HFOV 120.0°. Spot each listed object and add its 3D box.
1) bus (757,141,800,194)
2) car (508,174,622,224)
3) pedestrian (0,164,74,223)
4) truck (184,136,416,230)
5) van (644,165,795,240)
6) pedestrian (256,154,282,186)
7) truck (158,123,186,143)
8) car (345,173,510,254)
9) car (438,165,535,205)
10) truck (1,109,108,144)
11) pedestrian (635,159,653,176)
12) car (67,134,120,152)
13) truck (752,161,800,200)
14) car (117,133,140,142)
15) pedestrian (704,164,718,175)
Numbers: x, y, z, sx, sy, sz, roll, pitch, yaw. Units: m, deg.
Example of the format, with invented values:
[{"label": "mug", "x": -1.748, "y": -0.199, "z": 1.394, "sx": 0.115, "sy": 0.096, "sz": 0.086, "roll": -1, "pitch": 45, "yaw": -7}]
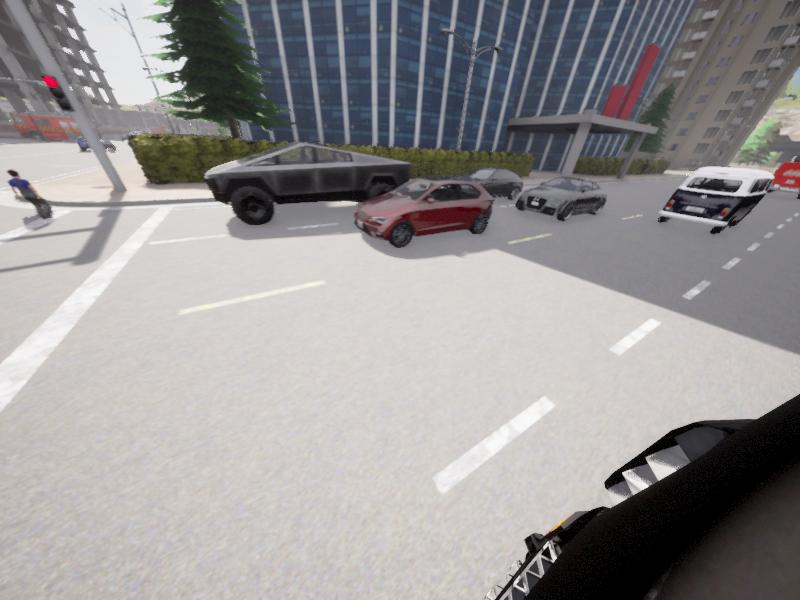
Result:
[{"label": "bus", "x": 43.748, "y": -13.917, "z": 24.381, "sx": 10.273, "sy": 4.253, "sz": 3.944, "roll": -16, "pitch": 38, "yaw": -26}, {"label": "car", "x": 6.994, "y": -4.425, "z": 9.832, "sx": 4.181, "sy": 1.385, "sz": 1.994, "roll": -17, "pitch": 39, "yaw": -27}, {"label": "pedestrian", "x": -9.891, "y": -2.831, "z": 6.128, "sx": 0.751, "sy": 1.300, "sz": 0.751, "roll": -16, "pitch": 38, "yaw": -25}, {"label": "truck", "x": -2.803, "y": -4.175, "z": 8.002, "sx": 6.274, "sy": 2.098, "sz": 2.390, "roll": -16, "pitch": 38, "yaw": -26}, {"label": "van", "x": 12.308, "y": -3.955, "z": 8.968, "sx": 4.480, "sy": 2.038, "sz": 2.069, "roll": -16, "pitch": 38, "yaw": -26}, {"label": "pedestrian", "x": -6.561, "y": -6.538, "z": 11.600, "sx": 0.751, "sy": 1.300, "sz": 0.751, "roll": -17, "pitch": 39, "yaw": -27}, {"label": "truck", "x": -59.654, "y": -43.790, "z": 60.728, "sx": 2.891, "sy": 3.827, "sz": 8.468, "roll": -16, "pitch": 38, "yaw": -26}, {"label": "car", "x": 0.801, "y": -2.692, "z": 6.652, "sx": 4.193, "sy": 1.474, "sz": 1.816, "roll": -16, "pitch": 38, "yaw": -26}, {"label": "car", "x": 4.438, "y": -5.978, "z": 11.861, "sx": 4.674, "sy": 1.442, "sz": 1.812, "roll": -16, "pitch": 38, "yaw": -26}, {"label": "truck", "x": -55.720, "y": -28.159, "z": 37.827, "sx": 8.468, "sy": 3.827, "sz": 2.891, "roll": -17, "pitch": 39, "yaw": -27}, {"label": "pedestrian", "x": 32.414, "y": -17.543, "z": 30.658, "sx": 0.751, "sy": 1.860, "sz": 0.751, "roll": -17, "pitch": 39, "yaw": -27}, {"label": "car", "x": -34.765, "y": -17.937, "z": 26.430, "sx": 2.007, "sy": 1.525, "sz": 4.514, "roll": -15, "pitch": 38, "yaw": -25}, {"label": "truck", "x": 33.449, "y": -10.173, "z": 19.558, "sx": 5.204, "sy": 2.467, "sz": 2.627, "roll": -16, "pitch": 38, "yaw": -26}, {"label": "car", "x": -61.643, "y": -36.941, "z": 52.561, "sx": 2.033, "sy": 1.411, "sz": 5.357, "roll": -16, "pitch": 38, "yaw": -26}, {"label": "pedestrian", "x": 61.723, "y": -25.892, "z": 45.824, "sx": 0.751, "sy": 1.860, "sz": 0.751, "roll": -11, "pitch": 37, "yaw": -21}]
